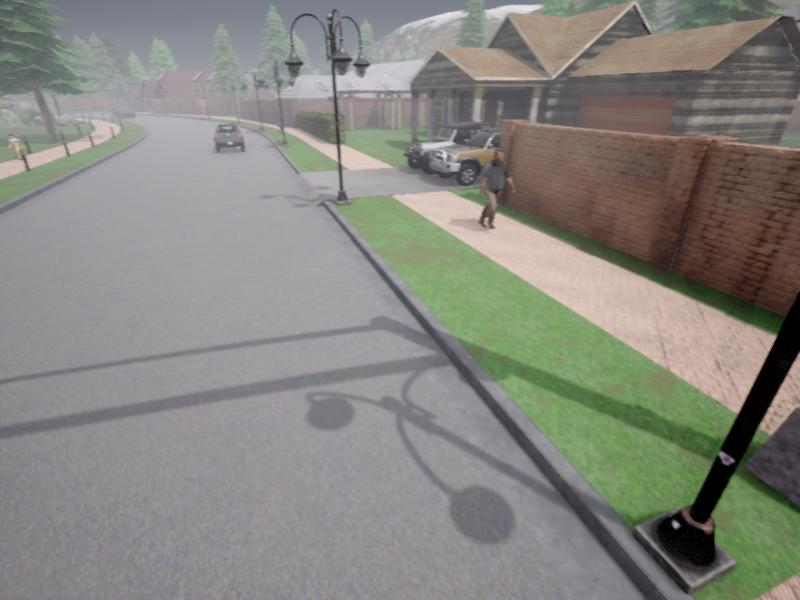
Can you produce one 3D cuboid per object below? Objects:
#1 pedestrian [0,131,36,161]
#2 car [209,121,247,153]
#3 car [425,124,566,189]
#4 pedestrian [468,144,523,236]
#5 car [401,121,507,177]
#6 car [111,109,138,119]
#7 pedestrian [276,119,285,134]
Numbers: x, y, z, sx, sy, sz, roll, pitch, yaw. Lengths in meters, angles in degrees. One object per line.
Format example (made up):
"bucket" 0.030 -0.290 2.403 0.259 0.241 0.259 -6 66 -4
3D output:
"pedestrian" -19.217 -7.731 20.070 0.751 1.300 0.751 -4 27 -8
"car" -10.798 -10.320 25.200 1.845 1.501 3.633 -10 29 -19
"car" 3.453 -5.427 14.857 4.605 1.855 1.932 -10 29 -18
"pedestrian" 2.116 -2.493 9.080 0.751 1.860 0.751 -9 28 -17
"car" 2.205 -6.432 16.833 3.866 1.878 1.905 -10 29 -18
"car" -41.734 -28.191 60.567 4.718 1.301 1.895 23 35 37
"pedestrian" -9.942 -14.466 33.377 0.500 1.100 0.500 -13 30 -23
